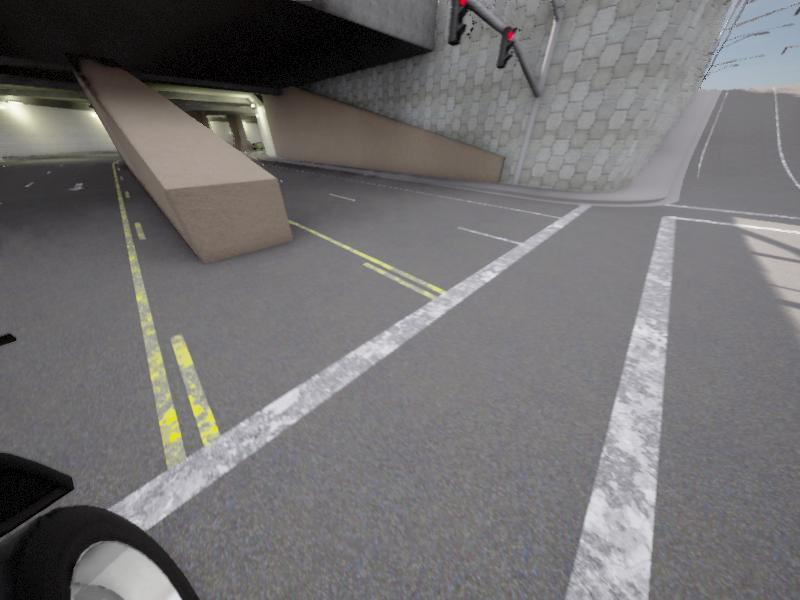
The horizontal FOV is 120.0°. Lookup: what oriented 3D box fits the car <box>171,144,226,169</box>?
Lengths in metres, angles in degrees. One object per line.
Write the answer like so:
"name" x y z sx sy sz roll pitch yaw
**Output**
"car" -18.852 -13.490 21.590 5.027 1.651 2.152 24 42 30
